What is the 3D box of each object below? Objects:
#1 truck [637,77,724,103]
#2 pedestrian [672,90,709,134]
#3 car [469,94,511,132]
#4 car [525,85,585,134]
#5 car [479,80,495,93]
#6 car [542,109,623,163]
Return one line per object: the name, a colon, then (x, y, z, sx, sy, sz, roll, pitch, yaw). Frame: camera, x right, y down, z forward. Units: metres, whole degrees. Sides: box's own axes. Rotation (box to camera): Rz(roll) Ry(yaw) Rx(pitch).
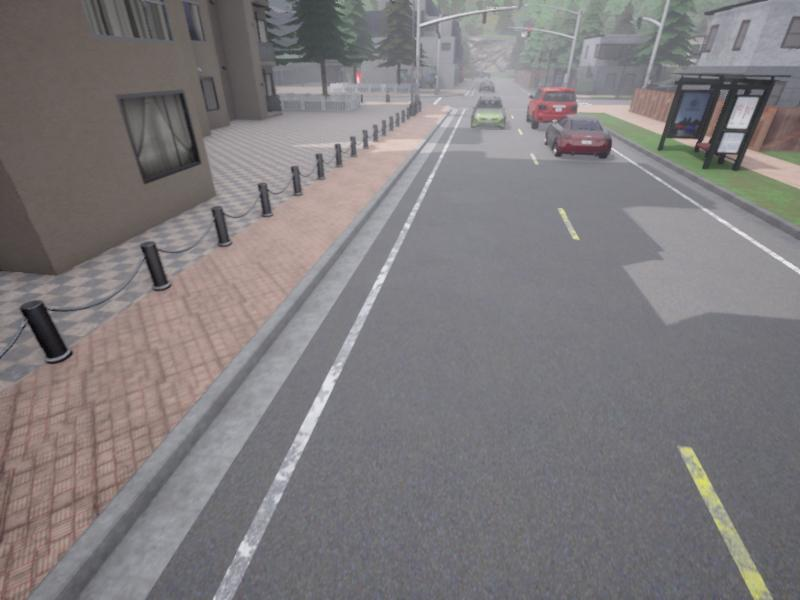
truck: (27.223, -20.499, 39.087, 6.274, 2.098, 2.390, 1, 30, 2)
pedestrian: (14.294, -9.268, 19.735, 0.751, 1.860, 0.751, 6, 31, 10)
car: (5.144, -10.881, 23.106, 2.007, 1.525, 4.514, 6, 31, 9)
car: (8.648, -11.038, 22.885, 2.150, 2.045, 5.566, 6, 31, 9)
car: (11.777, -28.923, 54.128, 1.994, 1.385, 4.181, 6, 31, 9)
car: (7.187, -6.778, 16.270, 1.994, 1.385, 4.181, 6, 31, 9)
